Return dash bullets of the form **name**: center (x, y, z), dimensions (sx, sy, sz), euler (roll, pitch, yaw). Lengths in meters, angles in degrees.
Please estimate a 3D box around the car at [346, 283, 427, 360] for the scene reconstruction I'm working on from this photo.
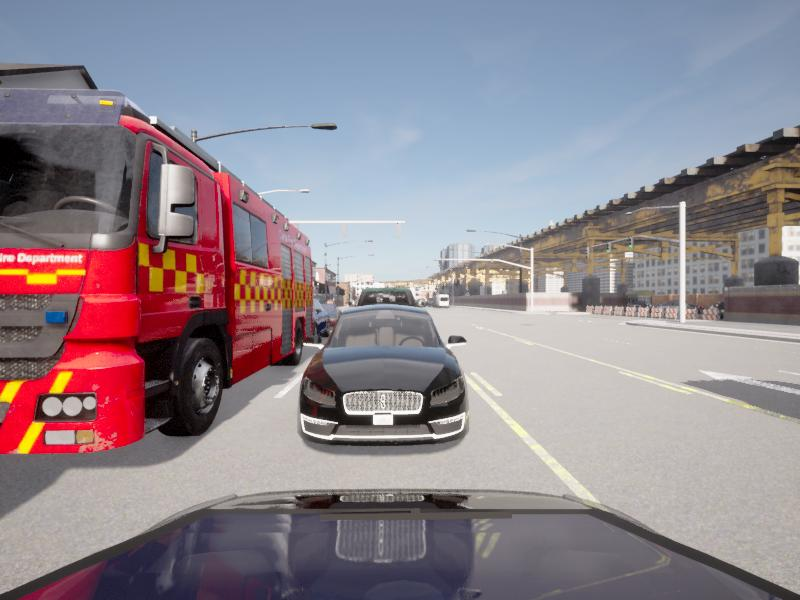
- **car**: center (-0.444, 0.568, 13.466), dimensions (2.150, 2.045, 5.566), euler (0, 0, -2)

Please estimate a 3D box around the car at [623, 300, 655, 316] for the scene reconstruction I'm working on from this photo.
- **car**: center (25.138, 0.796, 41.974), dimensions (2.038, 1.542, 4.974), euler (0, 0, 42)

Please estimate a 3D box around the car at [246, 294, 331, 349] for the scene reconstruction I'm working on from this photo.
- **car**: center (-3.999, 0.694, 15.235), dimensions (2.097, 1.767, 4.553), euler (0, 0, -2)

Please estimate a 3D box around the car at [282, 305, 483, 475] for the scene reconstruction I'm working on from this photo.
- **car**: center (-0.220, 0.845, 6.104), dimensions (1.837, 1.490, 4.892), euler (0, 0, -2)

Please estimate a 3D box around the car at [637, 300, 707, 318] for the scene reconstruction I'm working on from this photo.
- **car**: center (25.288, 0.796, 37.368), dimensions (2.038, 1.542, 4.974), euler (0, 0, -38)

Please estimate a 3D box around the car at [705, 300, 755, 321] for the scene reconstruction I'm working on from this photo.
- **car**: center (26.240, 0.796, 32.028), dimensions (2.038, 1.542, 4.974), euler (0, 0, 27)

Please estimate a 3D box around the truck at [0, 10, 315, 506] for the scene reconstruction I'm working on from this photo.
- **truck**: center (-3.763, -0.320, 7.296), dimensions (2.891, 3.827, 8.468), euler (0, 0, -2)

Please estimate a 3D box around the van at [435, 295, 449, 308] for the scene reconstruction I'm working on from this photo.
- **van**: center (8.123, 0.301, 77.506), dimensions (1.988, 2.561, 5.915), euler (0, 0, -2)

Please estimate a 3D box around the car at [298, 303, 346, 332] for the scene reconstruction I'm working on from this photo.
- **car**: center (-4.249, 0.897, 22.560), dimensions (2.033, 1.411, 5.357), euler (0, 0, -4)
